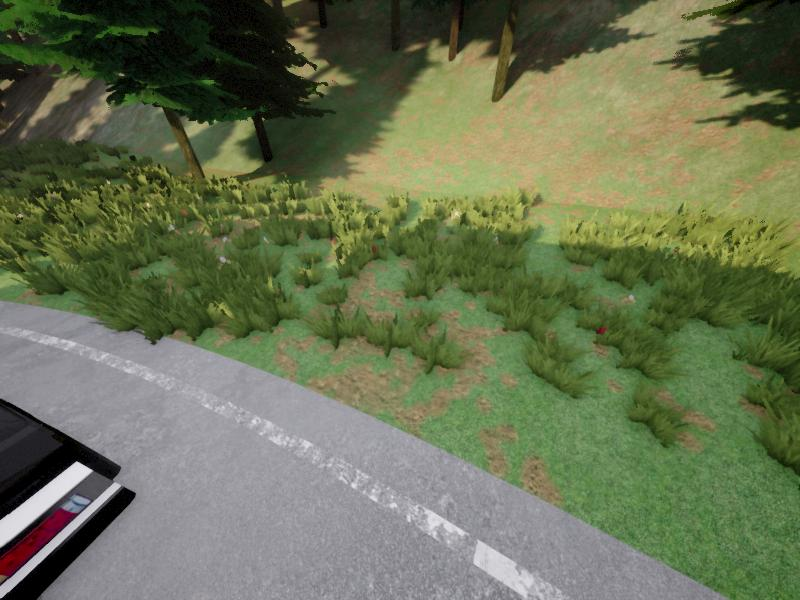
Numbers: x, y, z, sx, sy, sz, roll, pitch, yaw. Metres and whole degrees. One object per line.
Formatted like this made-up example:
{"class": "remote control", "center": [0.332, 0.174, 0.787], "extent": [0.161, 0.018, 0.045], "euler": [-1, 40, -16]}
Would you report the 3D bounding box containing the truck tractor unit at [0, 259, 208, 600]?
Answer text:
{"class": "truck tractor unit", "center": [-5.280, -0.080, 0.464], "extent": [6.516, 4.208, 3.053], "euler": [10, 36, 14]}
